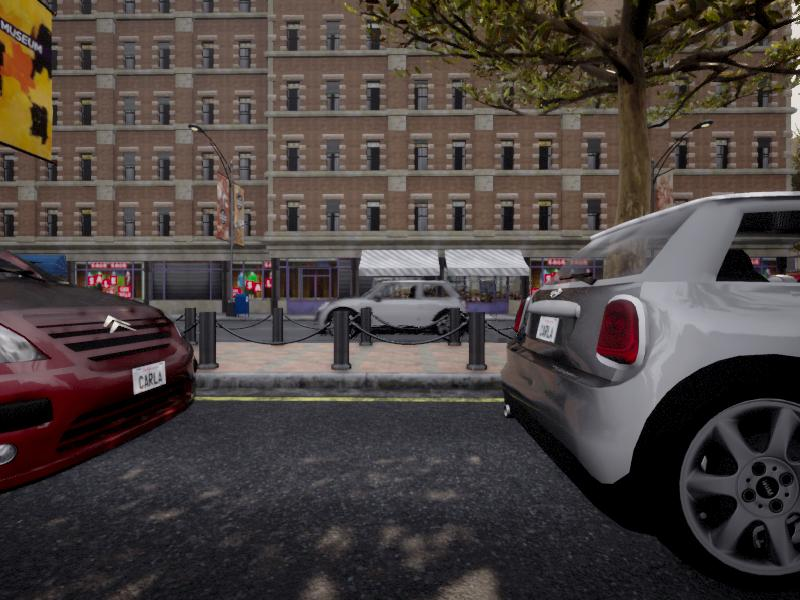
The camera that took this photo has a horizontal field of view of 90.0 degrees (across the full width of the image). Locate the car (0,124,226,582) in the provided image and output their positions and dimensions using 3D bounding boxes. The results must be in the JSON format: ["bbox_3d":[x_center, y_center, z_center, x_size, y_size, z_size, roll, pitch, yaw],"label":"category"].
[{"bbox_3d":[-3.390,0.188,2.287,3.988,1.617,1.851,0,0,1],"label":"car"}]

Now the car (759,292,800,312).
[{"bbox_3d":[34.548,0.171,34.748,1.930,1.638,5.238,0,0,0],"label":"car"}]

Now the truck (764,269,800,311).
[{"bbox_3d":[38.063,-0.920,36.045,2.891,3.827,8.468,0,0,1],"label":"truck"}]

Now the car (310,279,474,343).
[{"bbox_3d":[-0.171,0.253,10.227,3.806,1.475,1.970,0,0,1],"label":"car"}]

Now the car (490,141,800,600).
[{"bbox_3d":[2.600,0.253,2.173,3.806,1.475,1.970,0,0,1],"label":"car"}]
